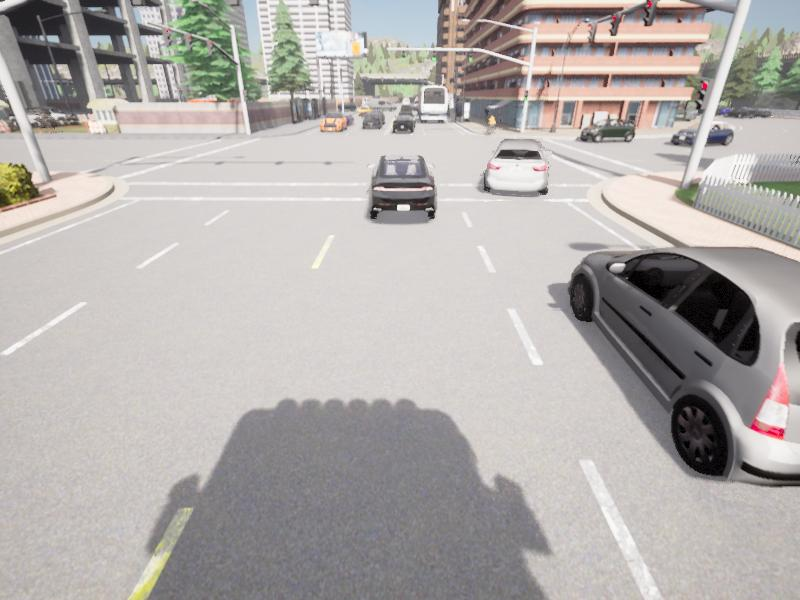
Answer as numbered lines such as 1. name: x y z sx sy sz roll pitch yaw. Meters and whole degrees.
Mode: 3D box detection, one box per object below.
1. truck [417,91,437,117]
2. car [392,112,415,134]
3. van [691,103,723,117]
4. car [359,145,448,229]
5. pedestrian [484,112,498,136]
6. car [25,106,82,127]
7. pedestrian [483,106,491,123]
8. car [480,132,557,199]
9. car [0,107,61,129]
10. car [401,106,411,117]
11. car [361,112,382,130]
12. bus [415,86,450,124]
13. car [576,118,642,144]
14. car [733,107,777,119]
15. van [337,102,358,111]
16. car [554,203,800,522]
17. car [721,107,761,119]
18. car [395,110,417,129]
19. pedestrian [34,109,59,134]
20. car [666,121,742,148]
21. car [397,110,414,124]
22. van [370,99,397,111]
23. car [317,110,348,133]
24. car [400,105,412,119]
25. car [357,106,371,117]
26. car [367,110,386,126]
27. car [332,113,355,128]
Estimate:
1. truck: 4.533 -33.636 68.533 2.891 3.827 8.468 0 27 1
2. car: 0.377 -16.733 37.755 1.930 1.638 5.238 2 27 3
3. van: 51.576 -32.052 67.320 1.775 1.987 4.442 1 27 1
4. car: 0.041 -3.629 12.164 2.128 1.511 4.902 0 27 -1
5. pedestrian: 7.670 -14.855 33.768 0.751 1.860 0.751 -1 27 -1
6. car: -36.818 -19.553 42.609 3.866 1.878 1.905 0 27 1
7. pedestrian: 10.560 -22.559 48.562 0.751 1.860 0.751 0 27 0
8. car: 4.519 -5.223 15.100 2.242 1.667 4.611 8 28 16
9. car: -36.855 -18.218 39.989 3.866 1.878 1.905 0 27 1
10. car: 1.024 -32.506 68.838 1.801 1.575 5.366 0 27 1
11. car: -2.899 -18.833 42.041 1.837 1.490 4.892 0 27 1
12. bus: 4.177 -26.419 53.918 3.944 4.253 10.273 0 28 1
13. car: 15.050 -12.256 28.933 3.705 1.549 1.789 -5 27 -10
14. car: 54.956 -29.071 62.105 2.033 1.411 5.357 1 27 1
15. van: -11.799 -43.721 90.374 4.442 1.987 1.775 1 27 1
16. car: 3.508 0.161 4.616 1.851 1.617 3.988 0 27 1
17. car: 51.408 -28.274 60.436 1.837 1.490 4.892 1 27 1
18. car: 0.610 -19.723 43.594 2.242 1.667 4.611 0 27 1
19. pedestrian: -29.466 -14.893 33.397 0.751 1.860 0.751 0 27 0
20. car: 20.352 -11.155 26.856 3.806 1.475 1.970 -9 28 -18
21. car: 0.747 -23.437 51.192 2.033 1.411 5.357 0 27 1
22. van: -3.686 -43.913 90.094 5.915 2.561 1.988 1 27 1
23. car: -6.451 -17.404 38.906 2.097 1.767 4.553 0 27 1
24. car: 0.907 -28.896 61.371 1.905 1.878 3.866 0 27 1
25. car: -5.998 -31.814 67.486 1.882 1.535 5.008 0 27 1
26. car: -2.800 -22.104 48.465 1.837 1.490 4.892 0 27 1
27. car: -6.352 -20.359 45.258 1.895 1.301 4.718 0 27 1
